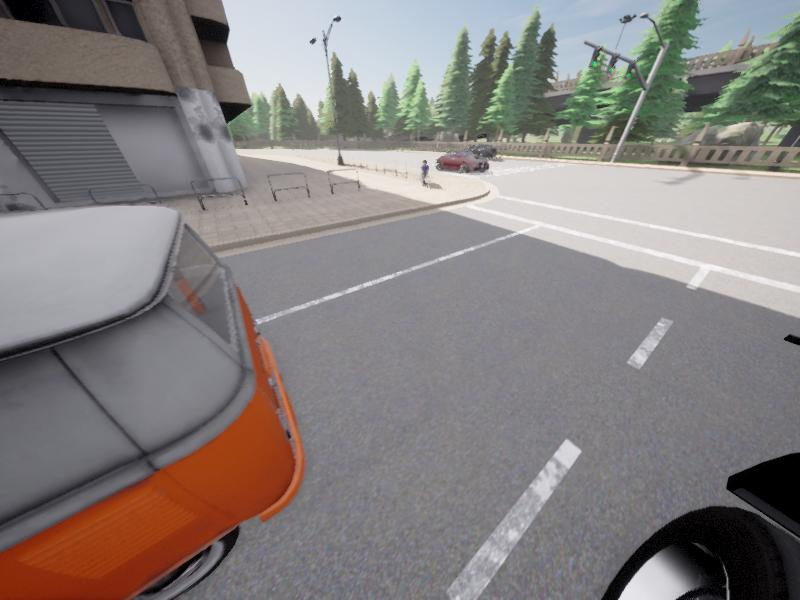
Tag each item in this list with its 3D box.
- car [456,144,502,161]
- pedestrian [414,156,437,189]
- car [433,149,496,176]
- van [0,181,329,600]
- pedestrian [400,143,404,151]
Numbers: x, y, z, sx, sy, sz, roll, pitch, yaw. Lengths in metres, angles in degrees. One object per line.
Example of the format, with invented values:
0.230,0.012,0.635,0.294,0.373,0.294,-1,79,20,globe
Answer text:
9.186,-17.550,27.338,1.837,1.490,4.892,-22,40,-27,car
1.263,-6.297,11.397,0.751,1.300,0.751,26,43,33,pedestrian
4.648,-10.416,17.364,1.994,1.385,4.181,-21,40,-27,car
-2.867,1.048,0.721,4.442,1.987,1.775,-22,41,-28,van
0.376,-27.637,41.749,0.500,1.100,0.500,-24,42,-30,pedestrian
